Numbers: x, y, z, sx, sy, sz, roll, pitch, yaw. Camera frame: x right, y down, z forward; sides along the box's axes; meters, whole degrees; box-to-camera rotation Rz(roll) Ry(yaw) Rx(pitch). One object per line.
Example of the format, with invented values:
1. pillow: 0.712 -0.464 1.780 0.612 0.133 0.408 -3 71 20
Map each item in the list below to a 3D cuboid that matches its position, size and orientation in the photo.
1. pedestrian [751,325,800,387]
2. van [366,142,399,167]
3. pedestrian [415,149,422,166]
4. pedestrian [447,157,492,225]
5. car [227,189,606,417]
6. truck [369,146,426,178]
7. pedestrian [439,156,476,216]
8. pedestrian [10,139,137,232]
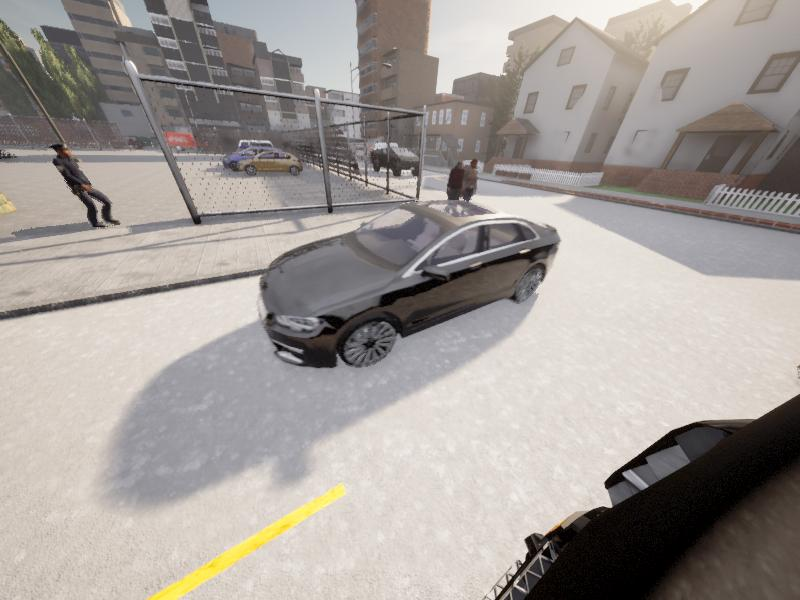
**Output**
1. pedestrian: 5.099 0.198 2.311 0.751 1.860 0.751 -8 35 -16
2. van: -2.467 -19.547 30.892 1.988 2.561 5.915 -16 38 -26
3. pedestrian: 2.451 -19.061 30.883 0.751 1.860 0.751 5 34 3
4. pedestrian: 2.171 -3.481 7.440 0.751 1.860 0.751 -10 36 -19
5. car: 0.501 -0.665 3.621 4.902 1.511 2.128 -16 38 -27
6. truck: -0.462 -12.814 21.304 2.390 2.098 6.274 -16 38 -25
7. pedestrian: 2.020 -4.091 8.347 0.751 1.860 0.751 -4 34 -11
8. pedestrian: -7.508 -2.673 5.483 0.751 1.860 0.751 -5 34 -12
